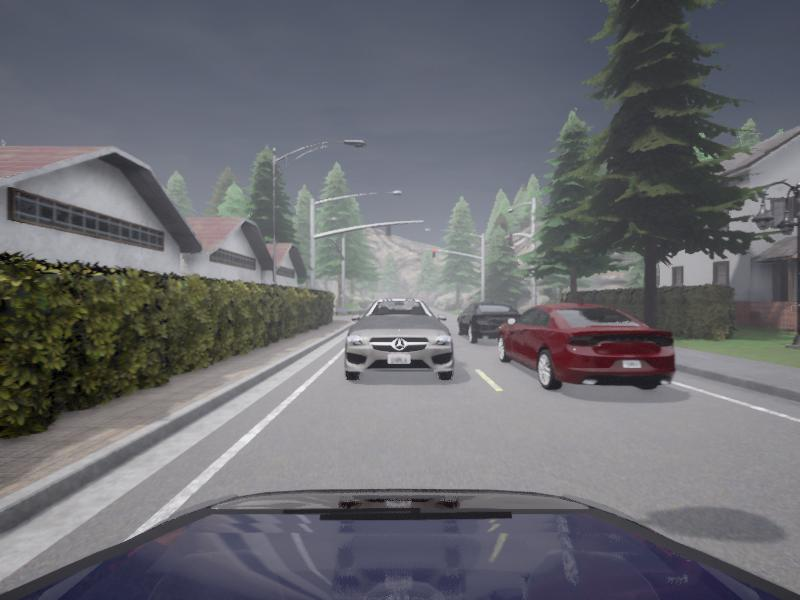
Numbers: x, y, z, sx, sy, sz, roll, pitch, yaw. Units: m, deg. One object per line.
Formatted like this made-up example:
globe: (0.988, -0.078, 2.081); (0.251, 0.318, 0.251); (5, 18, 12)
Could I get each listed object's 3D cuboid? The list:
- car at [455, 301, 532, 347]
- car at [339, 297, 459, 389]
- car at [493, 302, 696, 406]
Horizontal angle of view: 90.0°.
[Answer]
car: (3.486, 0.810, 15.885); (1.882, 1.535, 5.008); (0, 0, 0)
car: (-0.026, 0.773, 9.719); (2.152, 1.651, 5.027); (0, 0, 0)
car: (3.493, 0.816, 8.502); (1.882, 1.535, 5.008); (0, 0, 0)
